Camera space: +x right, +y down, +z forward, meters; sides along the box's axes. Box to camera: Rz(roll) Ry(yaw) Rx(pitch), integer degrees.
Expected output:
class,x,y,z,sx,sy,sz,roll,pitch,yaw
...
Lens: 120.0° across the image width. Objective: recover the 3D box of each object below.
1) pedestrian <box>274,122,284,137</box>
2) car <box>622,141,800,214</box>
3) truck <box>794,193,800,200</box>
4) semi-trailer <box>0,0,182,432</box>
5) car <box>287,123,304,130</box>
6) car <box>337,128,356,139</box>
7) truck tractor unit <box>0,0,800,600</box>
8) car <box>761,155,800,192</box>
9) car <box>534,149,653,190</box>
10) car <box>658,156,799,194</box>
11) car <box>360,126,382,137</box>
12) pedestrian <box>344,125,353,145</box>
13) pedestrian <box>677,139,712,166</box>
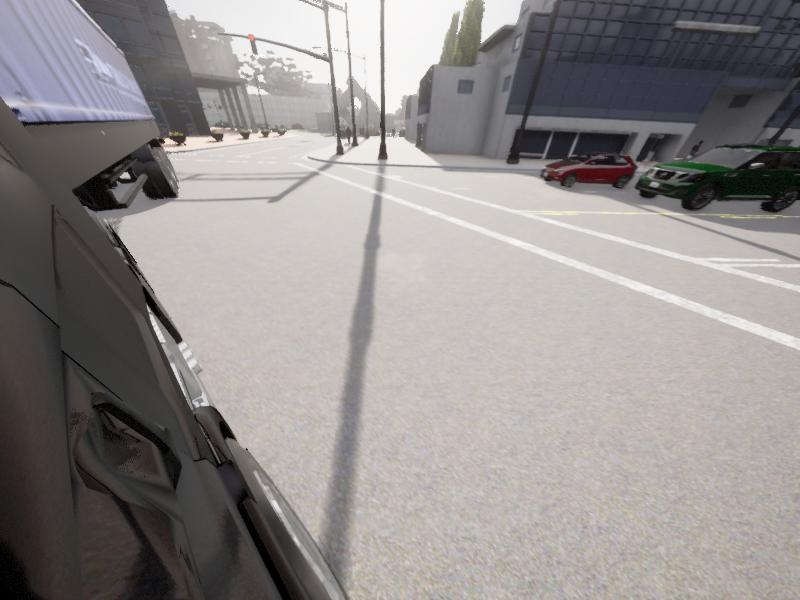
class,x,y,z,sx,sy,sz,roll,pitch,yaw
pedestrian,-18.308,-25.787,34.977,0.751,1.860,0.751,0,37,-3
car,12.721,-4.776,8.953,5.566,2.045,2.150,0,37,-3
truck,23.165,-5.534,8.929,8.468,3.827,2.891,-1,37,-3
semi-trailer,-7.670,-4.157,5.022,2.717,4.402,14.254,-23,44,-29
car,-35.361,-58.711,78.066,4.553,1.767,2.097,-18,42,-25
car,-9.995,-31.192,43.257,1.837,1.490,4.892,7,37,6
truck tractor unit,-2.645,-0.295,0.351,6.516,4.208,3.053,28,44,30
car,23.978,-6.797,12.535,4.974,1.542,2.038,-1,37,-3
car,9.595,-6.673,11.788,4.193,1.474,1.816,0,37,-3
car,17.062,-6.656,12.246,4.181,1.385,1.994,0,37,-2
car,-6.516,-37.695,51.795,4.605,1.855,1.932,-7,39,-12
pedestrian,-6.145,-19.855,27.824,0.751,1.860,0.751,3,37,0
pedestrian,24.848,-12.458,19.528,0.751,1.860,0.751,0,37,-4
